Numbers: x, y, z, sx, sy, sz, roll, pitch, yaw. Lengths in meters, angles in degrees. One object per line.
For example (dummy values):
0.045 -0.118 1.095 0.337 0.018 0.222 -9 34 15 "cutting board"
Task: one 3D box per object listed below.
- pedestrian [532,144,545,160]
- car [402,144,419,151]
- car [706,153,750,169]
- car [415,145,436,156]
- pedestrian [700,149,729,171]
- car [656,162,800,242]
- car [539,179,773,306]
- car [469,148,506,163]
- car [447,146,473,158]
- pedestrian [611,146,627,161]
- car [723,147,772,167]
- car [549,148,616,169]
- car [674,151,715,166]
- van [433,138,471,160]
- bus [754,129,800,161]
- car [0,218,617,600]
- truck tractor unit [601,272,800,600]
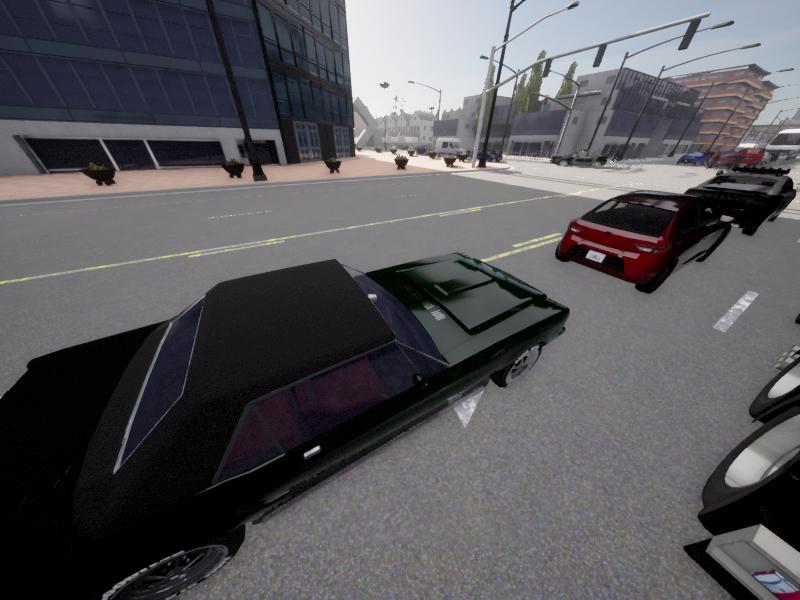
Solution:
19.357 -20.693 32.330 0.751 1.860 0.751 -9 36 -14 "pedestrian"
2.883 -41.924 63.382 2.038 1.542 4.974 26 41 32 "car"
38.810 -16.470 27.358 4.674 1.442 1.812 -17 39 -24 "car"
4.433 -26.086 40.340 1.845 1.501 3.633 -17 39 -25 "car"
32.694 -14.550 24.025 0.751 1.860 0.751 7 35 8 "pedestrian"
11.380 -3.492 7.708 5.238 1.638 1.930 -18 39 -24 "car"
5.384 -1.535 4.957 4.193 1.474 1.816 -18 39 -24 "car"
11.378 -18.977 30.233 1.816 1.474 4.193 -17 38 -24 "car"
9.877 -24.598 38.383 1.816 1.474 4.193 -17 38 -24 "car"
31.179 -20.886 32.953 0.751 1.860 0.751 -13 37 -19 "pedestrian"
45.970 -18.957 30.584 5.566 2.045 2.150 -17 39 -24 "car"
19.806 -15.599 25.429 5.238 1.638 1.930 12 37 15 "car"
39.479 -19.016 30.985 5.008 1.535 1.882 -17 38 -24 "car"
7.756 -23.166 35.290 1.988 2.561 5.915 -17 38 -24 "van"
66.581 -26.517 39.353 10.273 4.253 3.944 -18 39 -23 "bus"
-0.487 0.415 2.264 4.718 1.301 1.895 -18 39 -24 "car"
5.122 -0.289 0.764 6.516 4.208 3.053 -18 39 -24 "truck tractor unit"
